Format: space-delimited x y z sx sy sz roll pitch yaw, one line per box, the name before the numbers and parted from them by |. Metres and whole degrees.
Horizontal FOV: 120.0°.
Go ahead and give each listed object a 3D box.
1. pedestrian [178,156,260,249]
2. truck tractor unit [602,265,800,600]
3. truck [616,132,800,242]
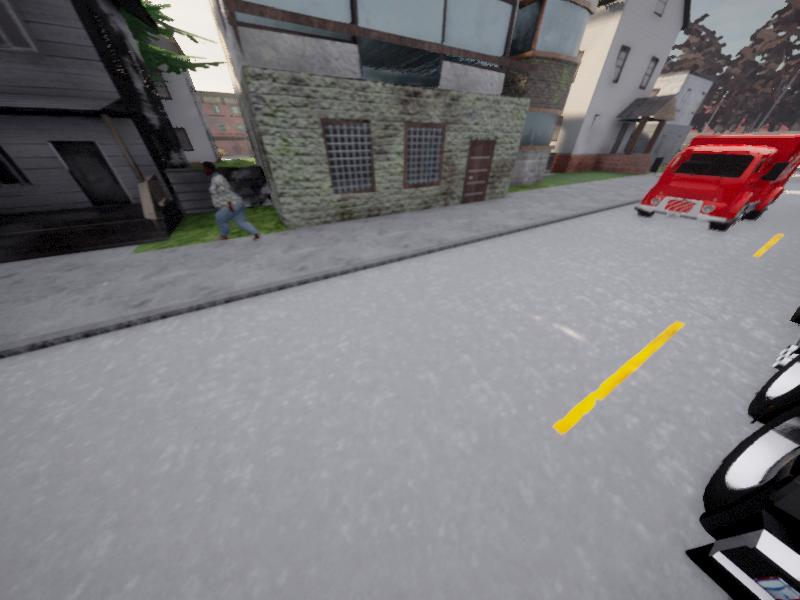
pedestrian | -4.058 -2.248 5.391 0.751 1.860 0.751 -10 36 -15
truck tractor unit | 5.108 -0.303 0.778 6.516 4.208 3.053 -18 39 -24
truck | 10.651 -4.013 7.705 5.204 2.467 2.627 -18 39 -24
